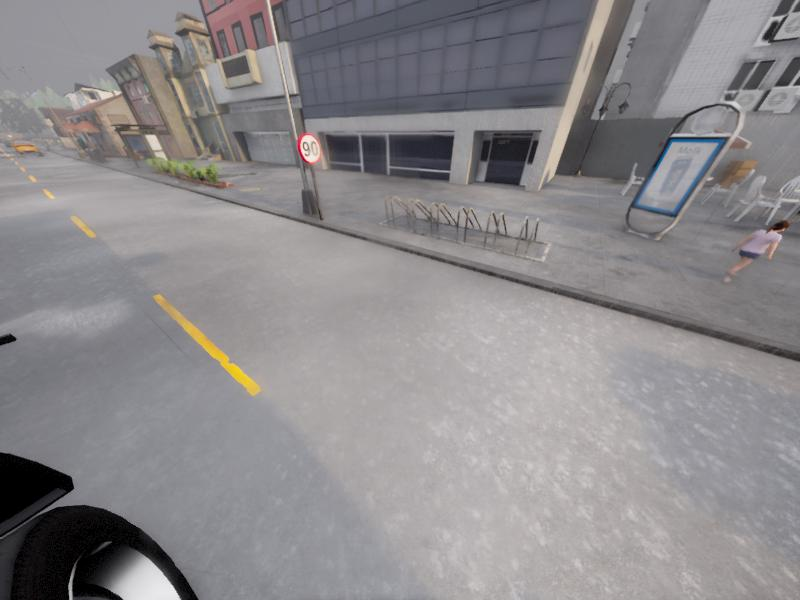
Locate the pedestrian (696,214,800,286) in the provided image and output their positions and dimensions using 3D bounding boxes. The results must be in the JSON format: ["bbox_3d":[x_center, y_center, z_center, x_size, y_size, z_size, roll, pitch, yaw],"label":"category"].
[{"bbox_3d":[6.005,-0.843,3.969,0.500,1.100,0.500,0,35,0],"label":"pedestrian"}]

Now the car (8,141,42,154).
[{"bbox_3d":[-55.373,-22.565,34.093,5.008,1.535,1.882,22,40,27],"label":"car"}]
